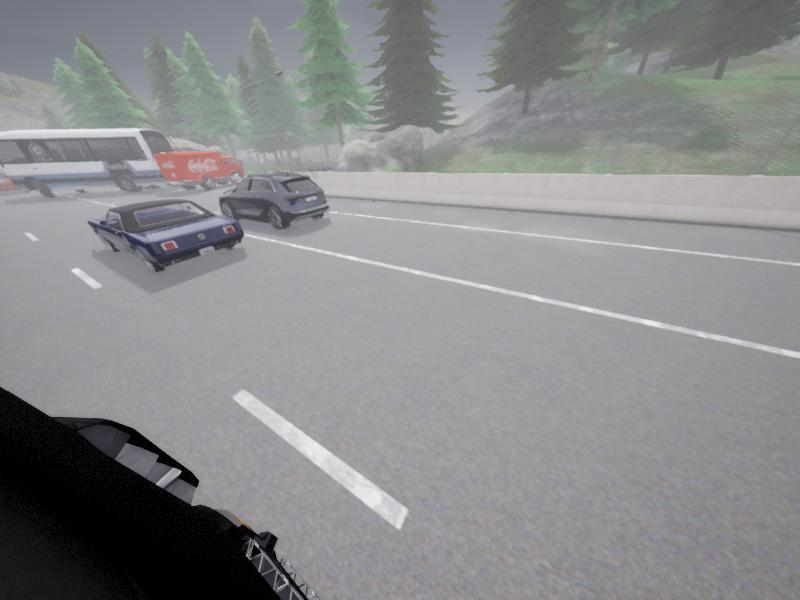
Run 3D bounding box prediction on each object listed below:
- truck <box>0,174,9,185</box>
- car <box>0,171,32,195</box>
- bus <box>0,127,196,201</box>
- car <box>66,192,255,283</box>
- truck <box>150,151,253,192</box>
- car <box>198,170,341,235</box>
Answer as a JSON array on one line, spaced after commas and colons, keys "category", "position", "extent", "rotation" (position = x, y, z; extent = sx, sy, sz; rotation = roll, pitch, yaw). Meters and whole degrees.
[{"category": "truck", "position": [-59.589, -18.235, 32.306], "extent": [8.468, 3.827, 2.891], "rotation": [16, 38, 26]}, {"category": "car", "position": [-37.647, -11.104, 21.813], "extent": [4.553, 1.767, 2.097], "rotation": [16, 38, 26]}, {"category": "bus", "position": [-23.783, -10.707, 18.034], "extent": [10.273, 4.253, 3.944], "rotation": [-7, 35, -8]}, {"category": "car", "position": [-6.429, -1.946, 6.207], "extent": [4.718, 1.301, 1.895], "rotation": [16, 38, 26]}, {"category": "truck", "position": [-15.309, -10.334, 18.425], "extent": [2.627, 2.467, 5.204], "rotation": [7, 34, 17]}, {"category": "car", "position": [-4.883, -3.866, 8.707], "extent": [4.856, 1.649, 2.033], "rotation": [16, 38, 26]}]
